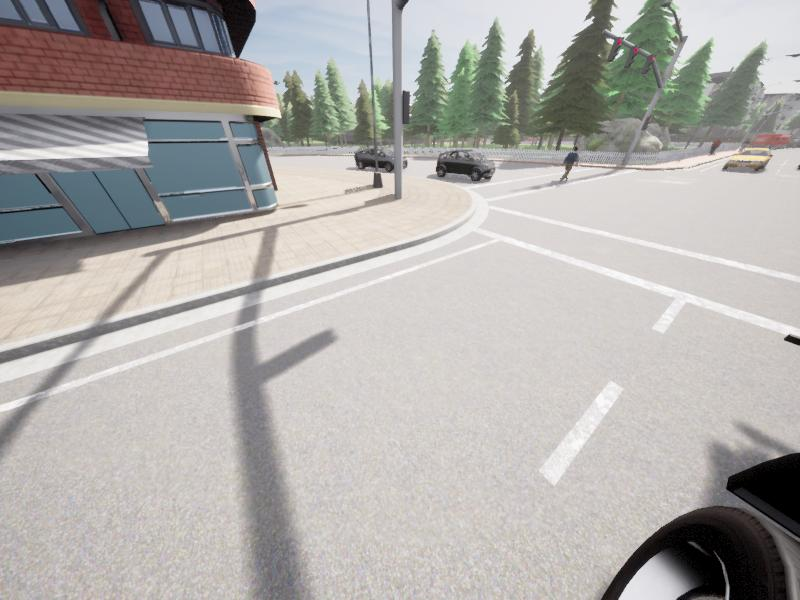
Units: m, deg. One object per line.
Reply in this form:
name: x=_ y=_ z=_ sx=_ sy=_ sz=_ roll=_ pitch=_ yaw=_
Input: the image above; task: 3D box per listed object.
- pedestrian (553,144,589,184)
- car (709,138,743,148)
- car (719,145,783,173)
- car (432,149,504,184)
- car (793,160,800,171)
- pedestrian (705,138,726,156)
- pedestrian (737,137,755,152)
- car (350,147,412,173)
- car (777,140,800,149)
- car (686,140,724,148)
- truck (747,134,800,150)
pedestrian: x=9.418 y=-7.518 z=12.780 sx=0.751 sy=1.860 sz=0.751 roll=-19 pitch=39 yaw=-25
car: x=75.380 y=-36.397 z=53.445 sx=1.905 sy=1.878 sz=3.866 roll=-21 pitch=40 yaw=-27
car: x=27.847 y=-11.243 z=18.313 sx=5.366 sy=1.575 sz=1.801 roll=-21 pitch=40 yaw=-27
car: x=4.096 y=-8.458 z=14.450 sx=1.789 sy=1.549 sz=3.705 roll=-30 pitch=45 yaw=-35
car: x=33.613 y=-11.117 z=18.181 sx=4.792 sy=1.488 sz=2.163 roll=-22 pitch=41 yaw=-28
pedestrian: x=40.167 y=-19.529 z=29.443 sx=0.751 sy=1.860 sz=0.751 roll=-22 pitch=41 yaw=-28
pedestrian: x=54.144 y=-24.343 z=36.180 sx=0.751 sy=1.860 sz=0.751 roll=-22 pitch=40 yaw=-27
car: x=-1.548 y=-11.238 z=18.459 sx=4.514 sy=1.525 sz=2.007 roll=21 pitch=40 yaw=27
car: x=83.522 y=-32.351 z=48.015 sx=4.902 sy=1.511 sz=2.128 roll=12 pitch=37 yaw=16
car: x=70.955 y=-36.430 z=53.841 sx=1.837 sy=1.490 sz=4.892 roll=-21 pitch=40 yaw=-27
truck: x=74.017 y=-31.473 z=45.940 sx=2.627 sy=2.467 sz=5.204 roll=10 pitch=37 yaw=15
